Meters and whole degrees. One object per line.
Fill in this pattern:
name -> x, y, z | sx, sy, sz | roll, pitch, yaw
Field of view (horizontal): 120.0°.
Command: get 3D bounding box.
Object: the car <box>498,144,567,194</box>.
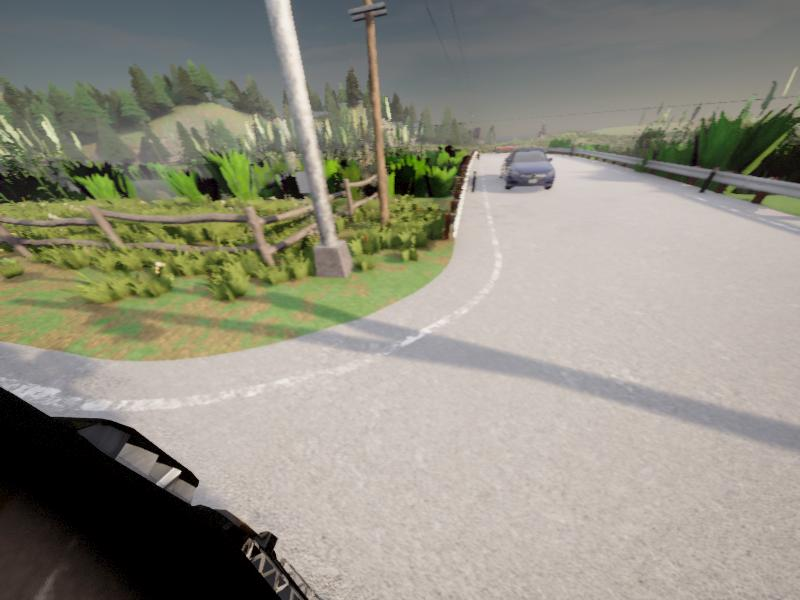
car -> 5.998, -6.417, 11.097 | 1.812, 1.442, 4.674 | 6, 37, 14

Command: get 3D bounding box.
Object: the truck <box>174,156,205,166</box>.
truck -> -59.303, -39.185, 65.154 | 6.274, 2.098, 2.390 | 1, 34, 6

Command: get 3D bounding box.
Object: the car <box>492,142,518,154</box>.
car -> 22.002, -31.976, 48.611 | 4.553, 1.767, 2.097 | 7, 35, 14
